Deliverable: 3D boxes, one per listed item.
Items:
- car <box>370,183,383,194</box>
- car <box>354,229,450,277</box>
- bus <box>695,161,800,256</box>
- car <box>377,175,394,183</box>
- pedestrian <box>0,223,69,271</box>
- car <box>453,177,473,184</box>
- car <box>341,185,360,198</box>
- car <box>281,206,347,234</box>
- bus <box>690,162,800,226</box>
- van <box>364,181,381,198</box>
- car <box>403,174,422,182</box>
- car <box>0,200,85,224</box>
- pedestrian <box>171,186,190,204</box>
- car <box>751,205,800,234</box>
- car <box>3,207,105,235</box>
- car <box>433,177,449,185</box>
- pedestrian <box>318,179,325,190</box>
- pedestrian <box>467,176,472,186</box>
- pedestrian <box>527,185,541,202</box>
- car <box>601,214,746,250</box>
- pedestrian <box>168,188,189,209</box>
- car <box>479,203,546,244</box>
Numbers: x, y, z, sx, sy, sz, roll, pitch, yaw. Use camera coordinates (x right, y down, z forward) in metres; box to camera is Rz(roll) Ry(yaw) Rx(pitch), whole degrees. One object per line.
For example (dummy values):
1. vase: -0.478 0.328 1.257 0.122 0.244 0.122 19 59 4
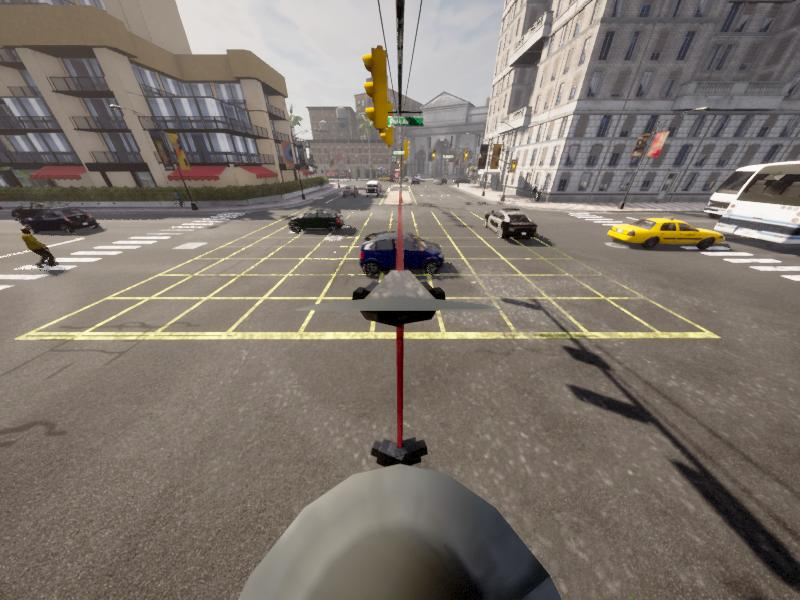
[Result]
1. car: -4.167 -20.061 41.308 1.812 1.442 4.674 0 30 0
2. car: 0.069 -2.113 10.117 3.705 1.549 1.789 0 30 0
3. bus: 24.817 -5.130 12.639 10.273 4.253 3.944 0 30 0
4. car: -4.147 -35.266 67.213 4.605 1.855 1.932 17 34 27
5. pedestrian: -15.943 -2.309 10.095 0.751 1.860 0.751 3 30 5
6. car: 17.303 -32.746 63.187 4.611 1.667 2.242 -4 30 -7
7. car: -7.682 -17.137 36.245 1.812 1.442 4.674 0 30 0
8. car: -5.850 -5.608 16.163 3.705 1.549 1.789 0 30 0
9. bus: 31.816 -8.515 18.502 10.273 4.253 3.944 0 30 0
10. van: -4.179 -17.084 35.556 2.069 2.038 4.480 0 30 0
11. car: 3.651 -36.665 69.472 5.566 2.045 2.150 0 30 1
12. car: -29.582 -7.326 19.138 3.705 1.549 1.789 0 30 0
13. pedestrian: -25.831 -12.358 27.196 0.751 1.860 0.751 -2 30 -3
14. car: 28.522 -5.679 16.236 3.988 1.617 1.851 0 30 0
15. car: -23.829 -5.540 16.066 3.633 1.501 1.845 0 30 1
16. car: 10.479 -30.491 59.195 2.152 1.651 5.027 17 34 28
17. pedestrian: -14.672 -21.719 43.411 0.751 1.860 0.751 4 30 8
18. pedestrian: 16.112 -27.598 53.593 0.751 1.860 0.751 1 30 2
19. pedestrian: 16.599 -13.158 28.583 0.751 1.860 0.751 -4 30 -6
20. car: 15.311 -3.961 13.285 5.366 1.575 1.801 2 30 3
21. pedestrian: -23.109 -10.580 24.117 0.751 1.860 0.751 -4 30 -7
22. car: 7.250 -5.353 15.635 1.930 1.638 5.238 0 30 0
